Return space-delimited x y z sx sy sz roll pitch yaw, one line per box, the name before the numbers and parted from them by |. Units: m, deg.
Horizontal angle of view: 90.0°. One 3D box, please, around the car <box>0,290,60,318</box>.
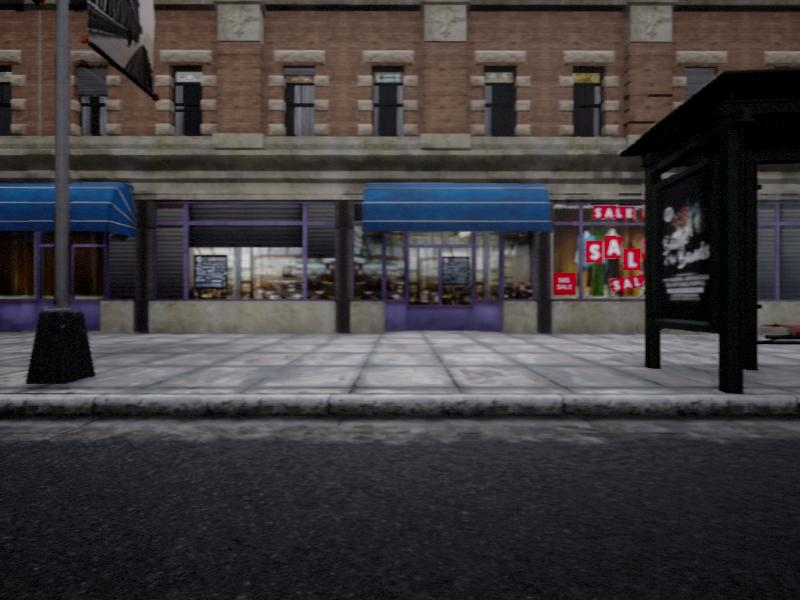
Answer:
car | -23.232 0.218 23.758 1.882 1.535 5.008 0 0 -1
